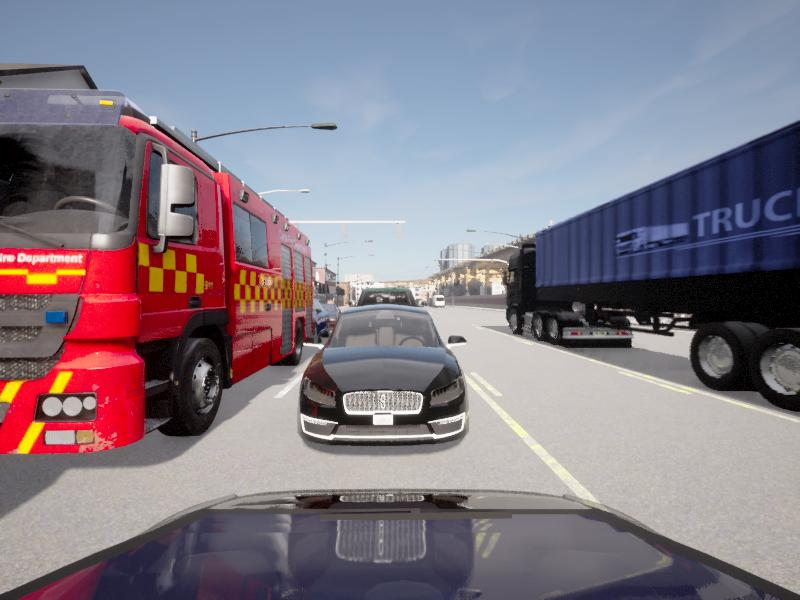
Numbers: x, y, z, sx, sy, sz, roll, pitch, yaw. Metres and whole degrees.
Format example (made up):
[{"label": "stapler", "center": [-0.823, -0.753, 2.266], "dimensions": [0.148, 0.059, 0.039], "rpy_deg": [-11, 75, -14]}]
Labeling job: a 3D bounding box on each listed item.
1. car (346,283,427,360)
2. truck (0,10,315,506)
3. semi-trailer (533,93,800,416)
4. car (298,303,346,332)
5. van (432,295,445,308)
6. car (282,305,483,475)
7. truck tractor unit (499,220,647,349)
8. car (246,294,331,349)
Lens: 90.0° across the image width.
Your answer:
[{"label": "car", "center": [-0.444, 0.568, 13.466], "dimensions": [2.150, 2.045, 5.566], "rpy_deg": [0, 0, -2]}, {"label": "truck", "center": [-3.763, -0.320, 7.296], "dimensions": [2.891, 3.827, 8.468], "rpy_deg": [0, 0, -2]}, {"label": "semi-trailer", "center": [6.724, -0.620, 8.414], "dimensions": [2.717, 4.402, 14.254], "rpy_deg": [0, 0, -2]}, {"label": "car", "center": [-4.249, 0.897, 22.560], "dimensions": [2.033, 1.411, 5.357], "rpy_deg": [0, 0, -4]}, {"label": "van", "center": [7.934, 0.325, 83.733], "dimensions": [1.988, 2.561, 5.915], "rpy_deg": [0, 0, -2]}, {"label": "car", "center": [-0.220, 0.845, 6.104], "dimensions": [1.837, 1.490, 4.892], "rpy_deg": [0, 0, -2]}, {"label": "truck tractor unit", "center": [6.470, -0.518, 16.328], "dimensions": [3.053, 4.208, 6.516], "rpy_deg": [0, 0, -2]}, {"label": "car", "center": [-3.999, 0.694, 15.235], "dimensions": [2.097, 1.767, 4.553], "rpy_deg": [0, 0, -2]}]
